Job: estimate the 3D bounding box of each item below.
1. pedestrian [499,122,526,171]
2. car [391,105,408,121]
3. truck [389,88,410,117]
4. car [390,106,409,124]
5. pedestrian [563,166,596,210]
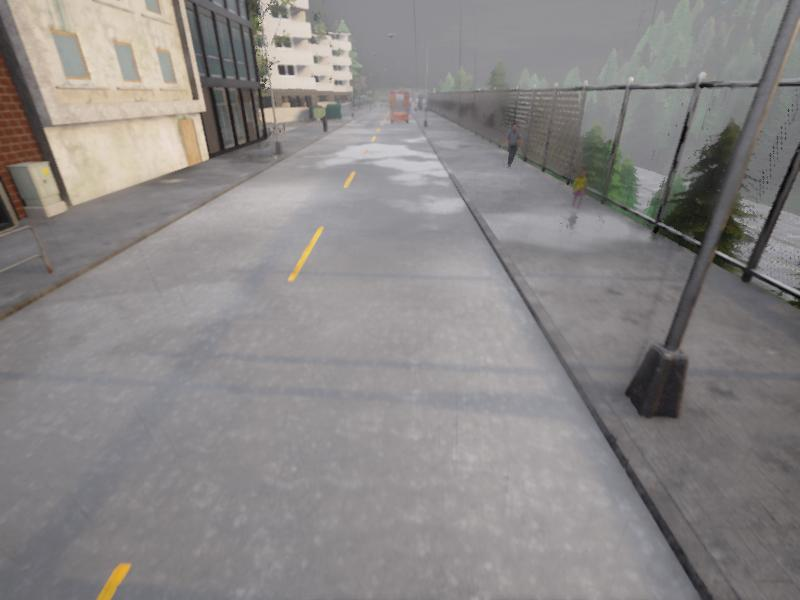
[{"bbox_3d":[4.692,-6.436,16.769,0.751,1.860,0.751,1,27,2],"label":"pedestrian"},{"bbox_3d":[-0.046,-24.914,53.223,2.152,1.651,5.027,0,27,0],"label":"car"},{"bbox_3d":[-0.047,-30.327,61.321,2.891,3.827,8.468,0,27,0],"label":"truck"},{"bbox_3d":[-0.038,-21.726,46.844,2.097,1.767,4.553,0,27,0],"label":"car"},{"bbox_3d":[4.983,-3.110,11.139,0.500,1.100,0.500,1,27,2],"label":"pedestrian"}]
